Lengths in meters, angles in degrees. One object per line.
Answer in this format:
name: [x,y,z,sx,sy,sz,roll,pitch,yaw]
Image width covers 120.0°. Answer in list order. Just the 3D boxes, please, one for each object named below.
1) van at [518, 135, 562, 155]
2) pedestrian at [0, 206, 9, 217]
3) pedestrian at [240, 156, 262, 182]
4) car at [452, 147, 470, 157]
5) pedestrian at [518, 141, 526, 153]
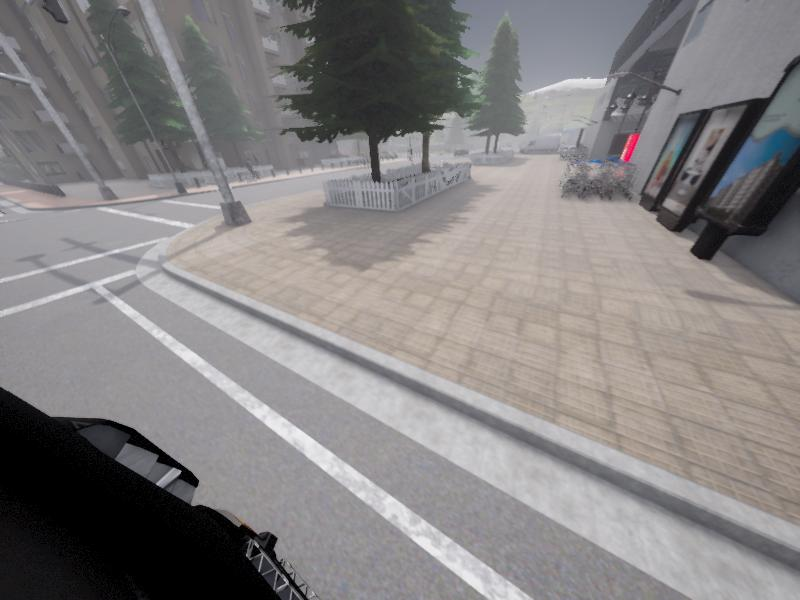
van: [24.163,-26.732,39.980,5.915,2.561,1.988,15,38,25]
pedestrian: [-21.293,-4.909,11.962,0.500,1.100,0.500,12,36,21]
pedestrian: [-13.008,-11.427,20.183,0.751,1.860,0.751,15,38,25]
car: [11.983,-28.935,45.206,1.837,1.490,4.892,15,37,25]
pedestrian: [23.318,-29.271,44.158,0.751,1.860,0.751,6,35,13]
